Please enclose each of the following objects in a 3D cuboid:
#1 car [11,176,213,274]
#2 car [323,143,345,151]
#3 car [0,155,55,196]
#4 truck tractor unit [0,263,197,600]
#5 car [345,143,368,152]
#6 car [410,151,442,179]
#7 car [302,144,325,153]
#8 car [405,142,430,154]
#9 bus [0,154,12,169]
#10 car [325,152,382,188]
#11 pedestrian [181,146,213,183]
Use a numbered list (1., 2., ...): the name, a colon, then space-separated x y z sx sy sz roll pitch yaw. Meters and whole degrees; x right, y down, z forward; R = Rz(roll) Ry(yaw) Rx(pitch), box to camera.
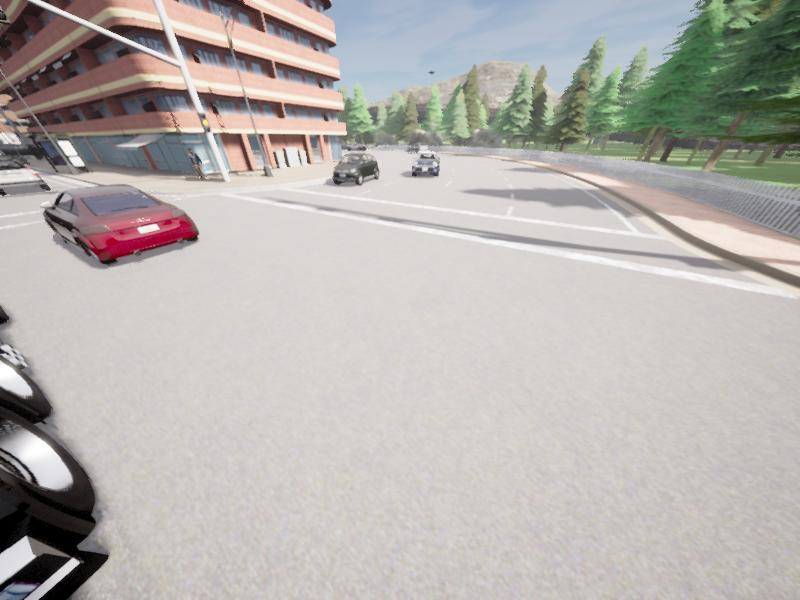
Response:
1. car: -7.359 -2.192 5.981 4.181 1.385 1.994 18 39 24
2. car: -15.686 -36.080 54.507 4.892 1.490 1.837 18 39 25
3. car: -21.911 -7.029 12.910 3.988 1.617 1.851 18 39 24
4. truck tractor unit: -5.113 -0.298 0.777 6.516 4.208 3.053 18 39 24
5. car: -9.673 -33.635 50.910 4.974 1.542 2.038 25 42 32
6. car: 1.975 -10.107 17.107 1.970 1.475 3.806 5 35 8
7. car: -18.436 -32.303 49.089 4.514 1.525 2.007 20 40 26
8. car: 3.189 -28.459 43.239 2.242 1.667 4.611 -19 39 -25
9. bus: -44.964 -15.581 23.073 10.273 4.253 3.944 17 39 25
10. car: -2.671 -8.132 14.252 1.789 1.549 3.705 10 36 15
11. pedestrian: -12.260 -8.210 13.979 0.751 1.860 0.751 -26 42 -32
